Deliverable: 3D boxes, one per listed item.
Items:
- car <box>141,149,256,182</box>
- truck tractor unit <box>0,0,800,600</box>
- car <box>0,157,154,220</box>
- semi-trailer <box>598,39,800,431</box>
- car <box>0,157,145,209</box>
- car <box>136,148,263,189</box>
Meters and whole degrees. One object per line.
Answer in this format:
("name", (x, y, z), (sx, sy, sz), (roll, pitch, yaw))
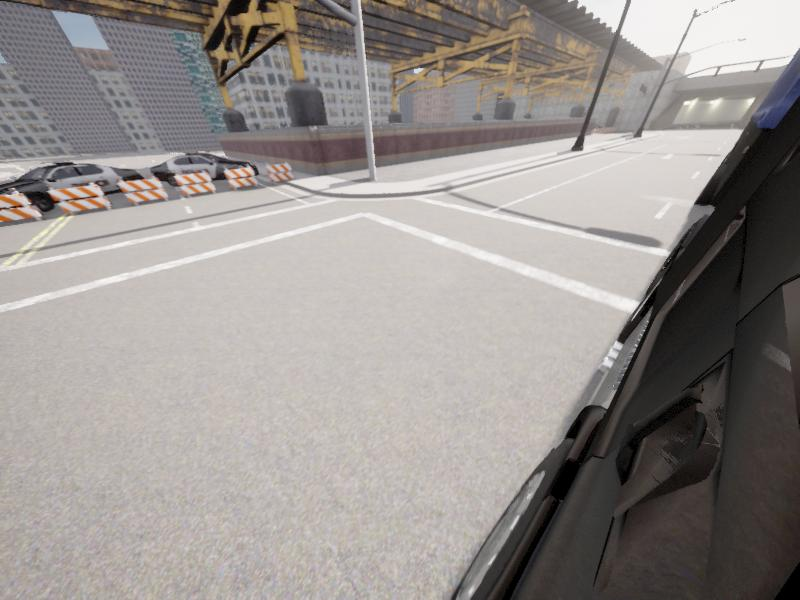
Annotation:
("car", (-11.194, -7.768, 13.238), (4.536, 1.218, 1.853), (-9, 37, -8))
("truck tractor unit", (2.645, -0.295, 0.351), (6.516, 4.208, 3.053), (-28, 44, -30))
("car", (-14.728, -5.120, 10.156), (2.038, 1.542, 4.974), (6, 38, 12))
("semi-trailer", (8.680, -3.602, 4.264), (14.254, 4.402, 2.717), (-28, 43, -30))
("car", (-14.722, -5.277, 10.103), (1.853, 1.218, 4.536), (6, 38, 12))
("car", (-11.137, -7.649, 13.339), (4.974, 1.542, 2.038), (-9, 37, -8))
